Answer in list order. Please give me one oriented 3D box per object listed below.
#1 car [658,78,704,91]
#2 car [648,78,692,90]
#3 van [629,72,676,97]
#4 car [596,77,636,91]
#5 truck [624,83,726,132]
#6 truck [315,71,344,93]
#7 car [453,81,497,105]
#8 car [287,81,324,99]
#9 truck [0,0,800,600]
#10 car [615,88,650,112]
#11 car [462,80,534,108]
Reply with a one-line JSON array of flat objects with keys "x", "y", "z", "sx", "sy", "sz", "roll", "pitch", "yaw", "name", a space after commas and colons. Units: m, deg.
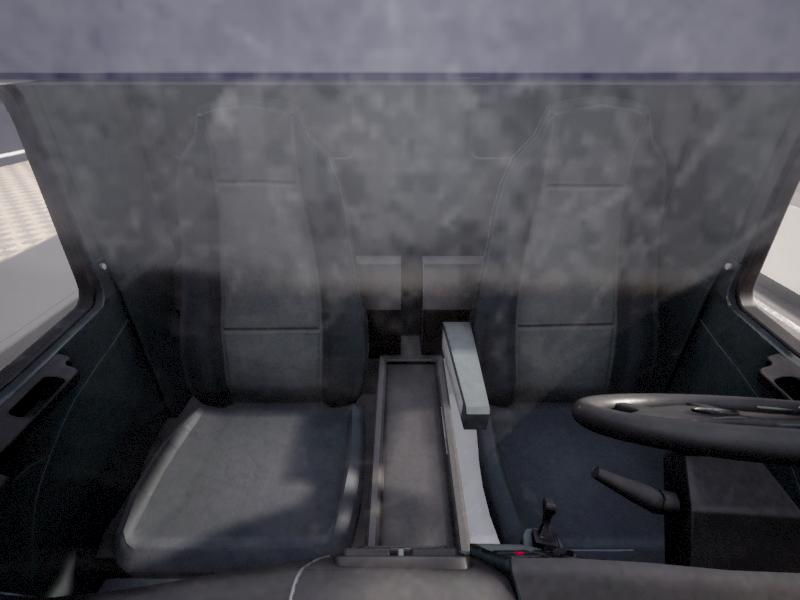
[{"x": 41.094, "y": -31.581, "z": 58.604, "sx": 4.974, "sy": 1.542, "sz": 2.038, "roll": 1, "pitch": 30, "yaw": 2, "name": "car"}, {"x": 41.455, "y": -33.314, "z": 61.575, "sx": 4.974, "sy": 1.542, "sz": 2.038, "roll": 1, "pitch": 30, "yaw": 2, "name": "car"}, {"x": 30.451, "y": -26.023, "z": 48.196, "sx": 6.366, "sy": 2.431, "sz": 2.351, "roll": -24, "pitch": 38, "yaw": -35, "name": "van"}, {"x": 32.342, "y": -32.490, "z": 60.058, "sx": 1.930, "sy": 1.638, "sz": 5.238, "roll": -10, "pitch": 32, "yaw": -17, "name": "car"}, {"x": 15.911, "y": -11.574, "z": 23.769, "sx": 2.390, "sy": 2.098, "sz": 6.274, "roll": 4, "pitch": 31, "yaw": 7, "name": "truck"}, {"x": -9.787, "y": -30.667, "z": 56.099, "sx": 2.627, "sy": 2.467, "sz": 5.204, "roll": 3, "pitch": 32, "yaw": 6, "name": "truck"}, {"x": 6.975, "y": -19.424, "z": 37.429, "sx": 3.866, "sy": 1.878, "sz": 1.905, "roll": 5, "pitch": 31, "yaw": 8, "name": "car"}, {"x": -10.735, "y": -23.801, "z": 45.299, "sx": 2.038, "sy": 1.542, "sz": 4.974, "roll": -20, "pitch": 36, "yaw": -30, "name": "car"}, {"x": 0.056, "y": -1.120, "z": 4.159, "sx": 2.891, "sy": 3.827, "sz": 8.468, "roll": 0, "pitch": 30, "yaw": 0, "name": "truck"}, {"x": 18.713, "y": -16.244, "z": 32.390, "sx": 1.816, "sy": 1.474, "sz": 4.193, "roll": 11, "pitch": 32, "yaw": 19, "name": "car"}, {"x": 8.230, "y": -17.648, "z": 34.235, "sx": 5.566, "sy": 2.045, "sz": 2.150, "roll": 3, "pitch": 30, "yaw": 5, "name": "car"}]
